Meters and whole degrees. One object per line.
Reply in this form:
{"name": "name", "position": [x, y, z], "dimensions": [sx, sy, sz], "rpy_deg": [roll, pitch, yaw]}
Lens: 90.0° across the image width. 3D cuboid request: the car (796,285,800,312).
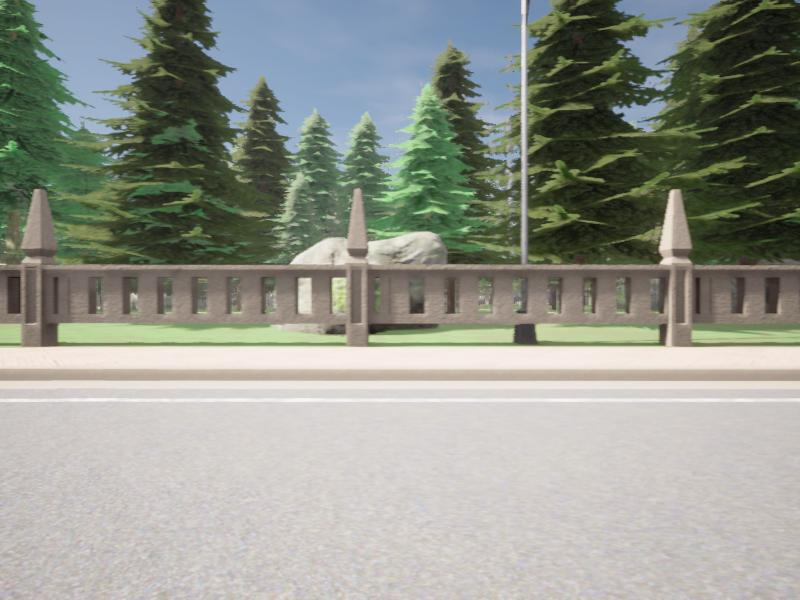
{"name": "car", "position": [31.323, -0.081, 28.349], "dimensions": [2.150, 2.045, 5.566], "rpy_deg": [0, 1, 15]}
